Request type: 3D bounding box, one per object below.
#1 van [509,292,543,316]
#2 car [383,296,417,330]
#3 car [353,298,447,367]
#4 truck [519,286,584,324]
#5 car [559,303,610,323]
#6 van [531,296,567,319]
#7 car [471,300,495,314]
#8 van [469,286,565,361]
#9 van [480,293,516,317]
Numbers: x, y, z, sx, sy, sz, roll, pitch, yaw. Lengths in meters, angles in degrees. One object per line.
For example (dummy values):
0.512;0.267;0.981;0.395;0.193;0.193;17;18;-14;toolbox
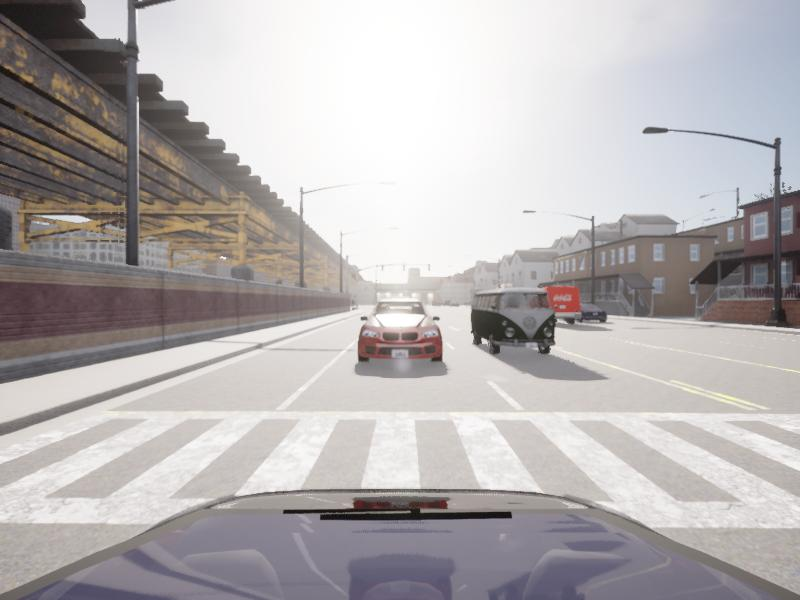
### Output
13.998;0.418;44.766;1.988;2.561;5.915;0;0;0;van
0.003;0.697;23.914;1.905;1.878;3.866;0;0;0;car
0.005;0.784;11.861;2.242;1.667;4.611;0;0;0;car
10.506;0.400;28.355;2.627;2.467;5.204;0;-1;0;truck
13.998;0.973;30.597;1.994;1.385;4.181;0;0;1;car
13.999;0.676;37.927;1.775;1.987;4.442;0;0;0;van
10.509;0.886;51.098;2.033;1.649;4.856;0;0;0;car
3.504;0.626;12.860;1.775;1.987;4.442;0;0;0;van
10.510;0.471;43.536;2.351;2.431;6.366;0;0;0;van
